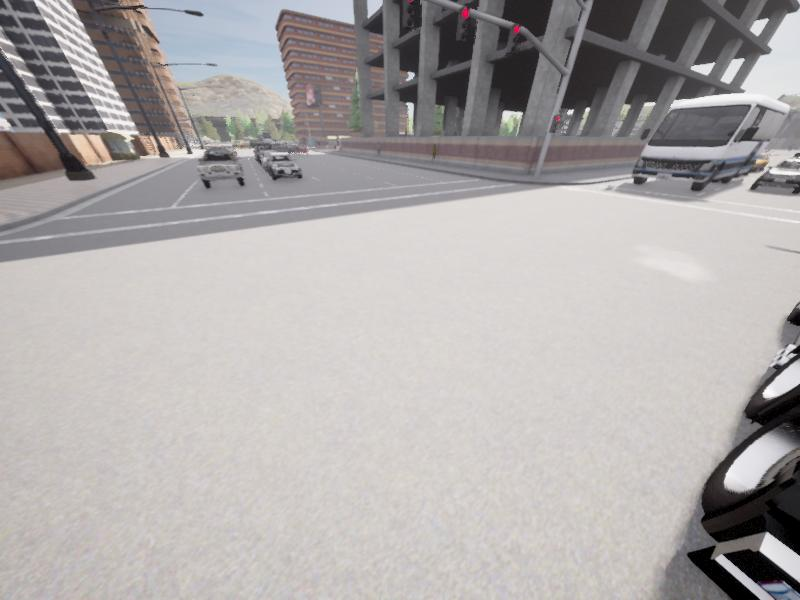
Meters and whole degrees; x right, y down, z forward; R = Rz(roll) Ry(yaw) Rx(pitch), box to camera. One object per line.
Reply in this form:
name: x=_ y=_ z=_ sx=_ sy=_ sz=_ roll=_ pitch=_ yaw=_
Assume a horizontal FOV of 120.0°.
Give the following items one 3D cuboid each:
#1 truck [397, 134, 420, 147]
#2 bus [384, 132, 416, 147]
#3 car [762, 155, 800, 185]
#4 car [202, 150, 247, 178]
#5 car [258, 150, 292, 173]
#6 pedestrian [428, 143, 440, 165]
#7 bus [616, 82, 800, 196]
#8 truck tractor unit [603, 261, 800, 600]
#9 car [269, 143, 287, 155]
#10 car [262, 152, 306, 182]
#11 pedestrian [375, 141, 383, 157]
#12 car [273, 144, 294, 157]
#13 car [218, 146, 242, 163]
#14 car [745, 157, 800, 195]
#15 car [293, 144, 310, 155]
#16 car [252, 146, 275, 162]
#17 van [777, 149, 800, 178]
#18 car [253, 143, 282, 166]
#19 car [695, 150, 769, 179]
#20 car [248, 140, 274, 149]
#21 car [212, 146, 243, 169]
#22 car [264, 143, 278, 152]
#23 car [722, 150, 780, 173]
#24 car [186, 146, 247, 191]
truck: x=3.129 y=-59.471 z=86.210 sx=8.468 sy=3.827 sz=2.891 roll=-18 pitch=39 yaw=-24
bus: x=0.062 y=-56.421 z=81.422 sx=10.273 sy=4.253 sz=3.944 roll=-18 pitch=39 yaw=-24
car: x=27.443 y=-8.859 z=15.662 sx=4.902 sy=1.511 sz=2.128 roll=-18 pitch=39 yaw=-25
car: x=-13.583 y=-10.795 z=18.118 sx=2.163 sy=1.488 sz=4.792 roll=-18 pitch=39 yaw=-24
car: x=-10.997 y=-12.211 z=20.209 sx=1.812 sy=1.442 sz=4.674 roll=-18 pitch=39 yaw=-24
pedestrian: x=3.424 y=-14.698 z=23.241 sx=0.751 sy=1.860 sz=0.751 roll=-16 pitch=38 yaw=-22
bus: x=19.005 y=-9.439 z=14.022 sx=10.273 sy=4.253 sz=3.944 roll=-18 pitch=39 yaw=-25
truck tractor unit: x=5.106 y=-0.307 z=0.792 sx=6.516 sy=4.208 sz=3.053 roll=-18 pitch=39 yaw=-24
car: x=-22.273 y=-27.628 z=42.124 sx=2.033 sy=1.649 sz=4.856 roll=-18 pitch=39 yaw=-24
car: x=-8.152 y=-9.385 z=16.140 sx=1.970 sy=1.475 sz=3.806 roll=-18 pitch=39 yaw=-24
pedestrian: x=-3.040 y=-21.609 z=33.120 sx=0.751 sy=1.860 sz=0.751 roll=-16 pitch=38 yaw=-22
car: x=-18.924 y=-24.220 z=37.353 sx=2.128 sy=1.511 sz=4.902 roll=-18 pitch=39 yaw=-24
car: x=-19.847 y=-17.078 z=27.105 sx=1.816 sy=1.474 sz=4.193 roll=-18 pitch=39 yaw=-24
car: x=21.892 y=-7.050 z=12.975 sx=3.705 sy=1.549 sz=1.789 roll=-18 pitch=39 yaw=-25
car: x=-17.630 y=-26.968 z=41.279 sx=1.789 sy=1.549 sz=3.705 roll=-18 pitch=39 yaw=-24
car: x=-17.181 y=-18.437 z=29.066 sx=1.837 sy=1.490 sz=4.892 roll=-18 pitch=39 yaw=-24
van: x=34.010 y=-11.398 z=18.569 sx=6.366 sy=2.431 sz=2.351 roll=-18 pitch=39 yaw=-25
car: x=-14.011 y=-15.419 z=24.405 sx=1.905 sy=1.878 sz=3.866 roll=-18 pitch=39 yaw=-24
car: x=26.593 y=-10.959 z=18.536 sx=4.611 sy=1.667 sz=2.242 roll=-18 pitch=39 yaw=-25
car: x=-38.275 y=-42.927 z=63.627 sx=5.566 sy=2.045 sz=2.150 roll=-18 pitch=39 yaw=-24
car: x=-16.786 y=-14.055 z=22.668 sx=1.851 sy=1.617 sz=3.988 roll=-18 pitch=39 yaw=-24
car: x=-28.918 y=-34.241 z=51.690 sx=2.007 sy=1.525 sz=4.514 roll=-18 pitch=39 yaw=-24
car: x=32.707 y=-12.935 z=21.510 sx=5.366 sy=1.575 sz=1.801 roll=-18 pitch=39 yaw=-25
car: x=-10.497 y=-7.908 z=13.644 sx=1.932 sy=1.855 sz=4.605 roll=-17 pitch=38 yaw=-23
